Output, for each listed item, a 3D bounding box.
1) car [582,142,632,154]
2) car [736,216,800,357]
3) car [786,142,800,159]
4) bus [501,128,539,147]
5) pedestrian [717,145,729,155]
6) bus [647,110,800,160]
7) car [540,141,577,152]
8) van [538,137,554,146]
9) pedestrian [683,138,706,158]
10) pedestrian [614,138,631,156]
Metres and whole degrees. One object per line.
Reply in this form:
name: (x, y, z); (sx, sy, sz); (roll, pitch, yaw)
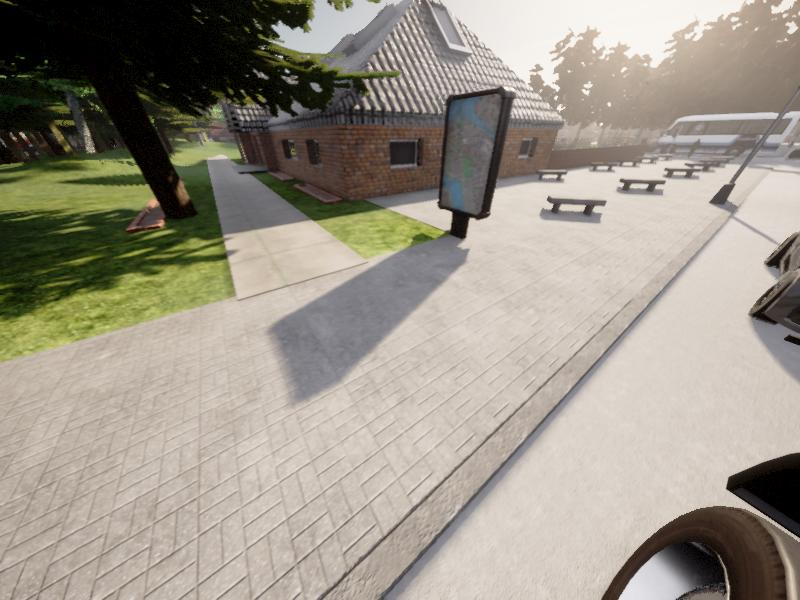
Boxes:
car: (32.584, -24.073, 36.578); (2.033, 1.411, 5.357); (-22, 40, -27)
car: (7.183, -0.456, 3.050); (4.611, 1.667, 2.242); (-22, 41, -28)
car: (47.353, -17.302, 26.429); (3.866, 1.878, 1.905); (-15, 38, -19)
bus: (34.961, -47.516, 67.312); (10.273, 4.253, 3.944); (-23, 41, -27)
pedestrian: (43.706, -20.348, 31.241); (0.500, 1.100, 0.500); (-23, 41, -28)
bus: (38.274, -19.847, 28.062); (10.273, 4.253, 3.944); (29, 45, 35)
car: (28.367, -27.639, 41.543); (1.882, 1.535, 5.008); (-22, 41, -28)
van: (43.689, -47.365, 69.006); (4.442, 1.987, 1.775); (-23, 41, -29)
pedestrian: (33.638, -17.372, 26.425); (0.751, 1.860, 0.751); (-20, 40, -26)
pedestrian: (27.892, -19.149, 28.991); (0.751, 1.860, 0.751); (-26, 42, -31)
